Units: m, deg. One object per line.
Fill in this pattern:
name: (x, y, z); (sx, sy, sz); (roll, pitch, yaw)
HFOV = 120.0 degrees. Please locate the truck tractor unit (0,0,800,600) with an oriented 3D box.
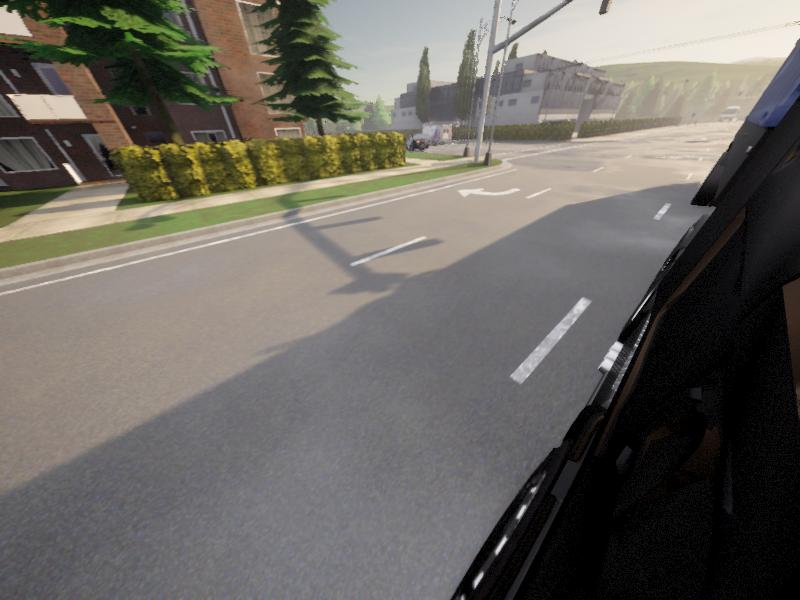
truck tractor unit: (2.645, -0.295, 0.351); (6.516, 4.208, 3.053); (-28, 44, -30)

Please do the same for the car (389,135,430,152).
car: (1.001, -18.493, 27.261); (2.038, 1.542, 4.974); (-27, 43, -29)

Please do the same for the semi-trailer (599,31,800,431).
semi-trailer: (8.645, -3.619, 4.310); (14.254, 4.402, 2.717); (-29, 44, -31)

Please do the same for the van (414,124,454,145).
van: (5.069, -25.845, 36.188); (2.351, 2.431, 6.366); (-26, 42, -28)
